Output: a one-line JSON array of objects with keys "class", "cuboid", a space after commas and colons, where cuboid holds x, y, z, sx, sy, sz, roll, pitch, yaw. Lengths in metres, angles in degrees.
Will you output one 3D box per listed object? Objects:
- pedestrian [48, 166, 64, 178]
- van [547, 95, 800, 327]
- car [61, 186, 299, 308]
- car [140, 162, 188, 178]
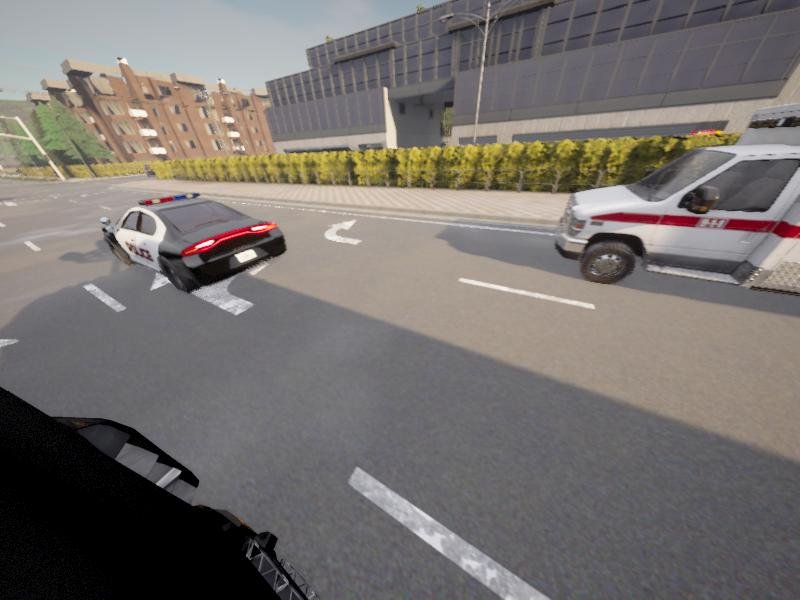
[{"class": "pedestrian", "cuboid": [-61.560, -22.855, 41.350, 0.751, 1.860, 0.751, 15, 38, 25]}, {"class": "van", "cuboid": [5.997, -1.182, 3.054, 6.366, 2.431, 2.351, 15, 38, 25]}, {"class": "car", "cuboid": [-5.108, -1.607, 5.412, 4.974, 1.542, 2.038, 15, 38, 25]}, {"class": "car", "cuboid": [-36.685, -20.340, 36.033, 2.242, 1.667, 4.611, 16, 38, 26]}]
